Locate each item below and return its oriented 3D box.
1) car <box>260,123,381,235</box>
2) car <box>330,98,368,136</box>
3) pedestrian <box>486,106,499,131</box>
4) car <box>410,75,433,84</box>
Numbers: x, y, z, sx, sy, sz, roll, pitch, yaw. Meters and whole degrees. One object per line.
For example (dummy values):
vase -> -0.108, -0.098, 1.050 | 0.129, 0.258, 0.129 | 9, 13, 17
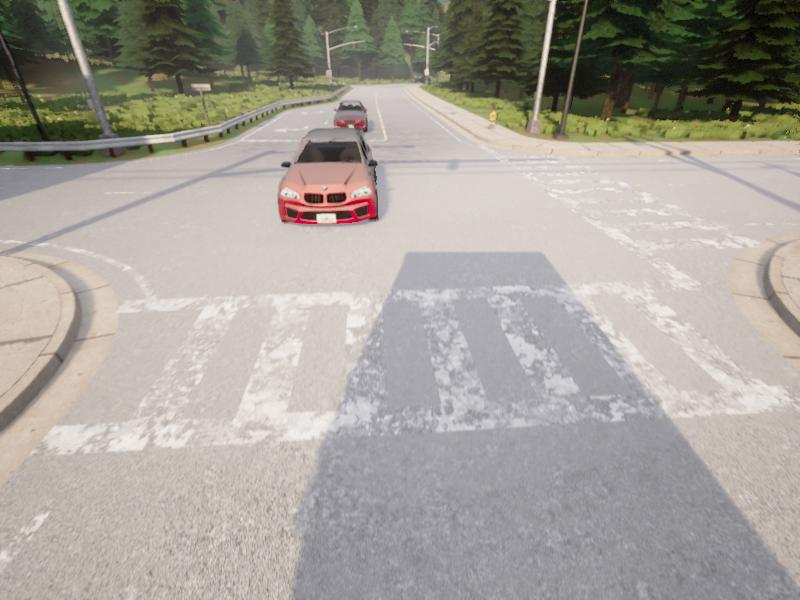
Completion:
car -> -1.691, -3.276, 10.053 | 2.242, 1.667, 4.611 | -2, 30, -4
car -> -2.677, -10.118, 21.957 | 1.816, 1.474, 4.193 | -2, 30, -4
pedestrian -> 4.814, -9.439, 20.797 | 0.500, 1.100, 0.500 | 2, 30, 4
car -> 4.506, -46.341, 84.093 | 4.674, 1.442, 1.812 | -23, 37, -33
